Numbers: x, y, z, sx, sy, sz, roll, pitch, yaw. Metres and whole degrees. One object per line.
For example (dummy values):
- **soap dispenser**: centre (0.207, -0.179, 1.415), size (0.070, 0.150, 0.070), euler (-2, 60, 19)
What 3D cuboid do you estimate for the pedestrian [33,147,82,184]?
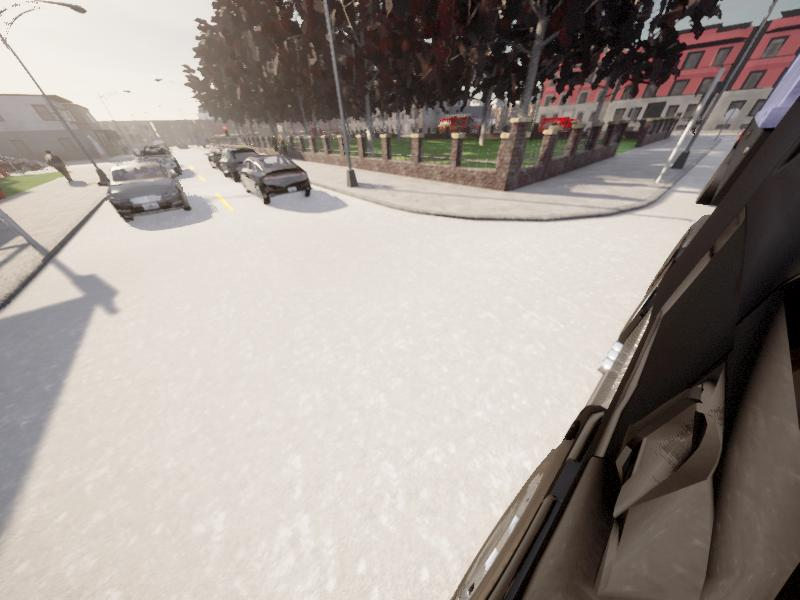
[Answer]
- **pedestrian**: centre (-21.286, -8.380, 14.409), size (0.751, 1.860, 0.751), euler (-29, 44, -31)

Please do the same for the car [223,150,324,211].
- **car**: centre (-5.442, -5.222, 9.703), size (2.128, 1.511, 4.902), euler (-28, 44, -30)

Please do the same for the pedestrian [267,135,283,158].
- **pedestrian**: centre (-12.466, -15.284, 23.072), size (0.751, 1.860, 0.751), euler (-29, 44, -30)

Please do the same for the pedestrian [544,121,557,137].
- **pedestrian**: centre (21.735, -24.660, 33.398), size (0.751, 1.860, 0.751), euler (-28, 44, -30)

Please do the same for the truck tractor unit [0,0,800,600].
- **truck tractor unit**: centre (2.645, -0.295, 0.351), size (6.516, 4.208, 3.053), euler (-28, 44, -30)

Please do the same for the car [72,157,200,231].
- **car**: centre (-9.406, -4.227, 8.629), size (2.128, 1.511, 4.902), euler (-28, 44, -30)

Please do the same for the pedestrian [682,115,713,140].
- **pedestrian**: centre (28.009, -16.280, 21.815), size (0.751, 1.860, 0.751), euler (-1, 37, 2)

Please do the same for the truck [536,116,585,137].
- **truck**: centre (24.943, -27.074, 36.118), size (2.627, 2.467, 5.204), euler (-29, 44, -30)

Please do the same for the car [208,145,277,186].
- **car**: centre (-9.621, -8.305, 13.987), size (2.033, 1.649, 4.856), euler (-30, 44, -31)

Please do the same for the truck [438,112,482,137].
- **truck**: centre (12.196, -36.310, 48.127), size (2.891, 3.827, 8.468), euler (-28, 44, -30)

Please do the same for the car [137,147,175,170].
- **car**: centre (-22.711, -13.318, 21.624), size (1.837, 1.490, 4.892), euler (-28, 44, -30)

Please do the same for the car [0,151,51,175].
- **car**: centre (-38.094, -12.983, 22.045), size (4.856, 1.649, 2.033), euler (-27, 43, -29)

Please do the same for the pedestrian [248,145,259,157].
- **pedestrian**: centre (-15.977, -16.243, 25.211), size (0.500, 1.100, 0.500), euler (13, 40, 20)

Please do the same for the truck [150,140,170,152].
- **truck**: centre (-54.890, -35.370, 52.965), size (2.390, 2.098, 6.274), euler (-28, 44, -30)

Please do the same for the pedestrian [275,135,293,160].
- **pedestrian**: centre (-10.686, -14.071, 21.339), size (0.751, 1.860, 0.751), euler (-28, 44, -30)

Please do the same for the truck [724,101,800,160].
- **truck**: centre (22.096, -9.982, 13.485), size (5.204, 2.467, 2.627), euler (-28, 44, -30)

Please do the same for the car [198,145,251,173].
- **car**: centre (-13.980, -11.297, 18.355), size (2.128, 1.511, 4.902), euler (-30, 45, -32)

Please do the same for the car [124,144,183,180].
- **car**: centre (-17.247, -9.953, 16.472), size (1.932, 1.855, 4.605), euler (-26, 42, -28)

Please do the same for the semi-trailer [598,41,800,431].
- **semi-trailer**: centre (8.687, -3.618, 4.233), size (14.254, 4.402, 2.717), euler (-28, 44, -30)

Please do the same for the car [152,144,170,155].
- **car**: centre (-45.000, -28.359, 43.525), size (1.812, 1.442, 4.674), euler (-28, 44, -30)
